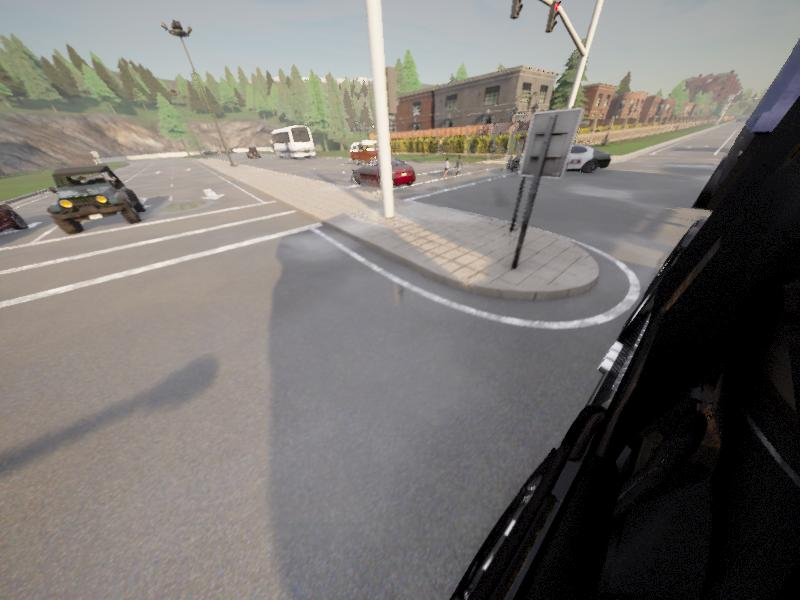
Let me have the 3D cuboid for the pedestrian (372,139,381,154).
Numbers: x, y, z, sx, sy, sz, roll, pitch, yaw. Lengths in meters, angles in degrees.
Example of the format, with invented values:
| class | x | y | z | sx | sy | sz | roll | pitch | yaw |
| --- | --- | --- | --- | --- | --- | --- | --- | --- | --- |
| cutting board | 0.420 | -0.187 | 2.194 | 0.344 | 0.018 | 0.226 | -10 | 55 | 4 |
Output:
| class | x | y | z | sx | sy | sz | roll | pitch | yaw |
| --- | --- | --- | --- | --- | --- | --- | --- | --- | --- |
| pedestrian | -3.606 | -23.618 | 35.605 | 0.751 | 1.860 | 0.751 | -32 | 44 | -34 |

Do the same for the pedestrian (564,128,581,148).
| class | x | y | z | sx | sy | sz | roll | pitch | yaw |
| --- | --- | --- | --- | --- | --- | --- | --- | --- | --- |
| pedestrian | 19.607 | -18.420 | 26.273 | 0.751 | 1.860 | 0.751 | -28 | 42 | -31 |

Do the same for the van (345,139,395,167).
| class | x | y | z | sx | sy | sz | roll | pitch | yaw |
| --- | --- | --- | --- | --- | --- | --- | --- | --- | --- |
| van | -2.949 | -14.505 | 22.823 | 4.480 | 2.038 | 2.069 | 23 | 43 | 32 |

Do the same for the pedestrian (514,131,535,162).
| class | x | y | z | sx | sy | sz | roll | pitch | yaw |
| --- | --- | --- | --- | --- | --- | --- | --- | --- | --- |
| pedestrian | 9.297 | -11.478 | 17.297 | 0.751 | 1.860 | 0.751 | -28 | 42 | -30 |

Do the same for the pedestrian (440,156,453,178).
| class | x | y | z | sx | sy | sz | roll | pitch | yaw |
| --- | --- | --- | --- | --- | --- | --- | --- | --- | --- |
| pedestrian | 2.808 | -8.108 | 14.068 | 0.500 | 1.100 | 0.500 | -28 | 42 | -30 |

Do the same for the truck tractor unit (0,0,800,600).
| class | x | y | z | sx | sy | sz | roll | pitch | yaw |
| --- | --- | --- | --- | --- | --- | --- | --- | --- | --- |
| truck tractor unit | 2.645 | -0.295 | 0.351 | 6.516 | 4.208 | 3.053 | -28 | 44 | -30 |

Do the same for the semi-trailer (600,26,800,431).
| class | x | y | z | sx | sy | sz | roll | pitch | yaw |
| --- | --- | --- | --- | --- | --- | --- | --- | --- | --- |
| semi-trailer | 8.658 | -3.585 | 4.333 | 14.254 | 4.402 | 2.717 | -28 | 42 | -31 |

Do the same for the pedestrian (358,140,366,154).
| class | x | y | z | sx | sy | sz | roll | pitch | yaw |
| --- | --- | --- | --- | --- | --- | --- | --- | --- | --- |
| pedestrian | -6.347 | -25.414 | 38.377 | 0.751 | 1.860 | 0.751 | -24 | 40 | -26 |

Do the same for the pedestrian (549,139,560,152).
| class | x | y | z | sx | sy | sz | roll | pitch | yaw |
| --- | --- | --- | --- | --- | --- | --- | --- | --- | --- |
| pedestrian | 15.353 | -15.354 | 22.965 | 0.500 | 1.100 | 0.500 | -25 | 41 | -28 |

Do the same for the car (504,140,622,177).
| class | x | y | z | sx | sy | sz | roll | pitch | yaw |
| --- | --- | --- | --- | --- | --- | --- | --- | --- | --- |
| car | 9.047 | -8.226 | 13.384 | 4.974 | 1.542 | 2.038 | 3 | 36 | 7 |

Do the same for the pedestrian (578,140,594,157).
| class | x | y | z | sx | sy | sz | roll | pitch | yaw |
| --- | --- | --- | --- | --- | --- | --- | --- | --- | --- |
| pedestrian | 14.556 | -11.870 | 18.113 | 0.500 | 1.100 | 0.500 | 4 | 36 | 11 |

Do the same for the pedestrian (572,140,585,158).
| class | x | y | z | sx | sy | sz | roll | pitch | yaw |
| --- | --- | --- | --- | --- | --- | --- | --- | --- | --- |
| pedestrian | 14.019 | -11.865 | 18.151 | 0.500 | 1.100 | 0.500 | 19 | 41 | 28 |

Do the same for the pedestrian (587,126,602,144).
| class | x | y | z | sx | sy | sz | roll | pitch | yaw |
| --- | --- | --- | --- | --- | --- | --- | --- | --- | --- |
| pedestrian | 25.454 | -21.564 | 30.213 | 0.751 | 1.860 | 0.751 | -28 | 42 | -30 |

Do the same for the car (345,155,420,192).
| class | x | y | z | sx | sy | sz | roll | pitch | yaw |
| --- | --- | --- | --- | --- | --- | --- | --- | --- | --- |
| car | -1.073 | -7.233 | 12.974 | 1.994 | 1.385 | 4.181 | -27 | 42 | -30 |

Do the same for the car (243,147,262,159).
| class | x | y | z | sx | sy | sz | roll | pitch | yaw |
| --- | --- | --- | --- | --- | --- | --- | --- | --- | --- |
| car | -29.780 | -29.600 | 46.577 | 1.905 | 1.878 | 3.866 | -27 | 42 | -30 |

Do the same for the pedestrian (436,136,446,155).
| class | x | y | z | sx | sy | sz | roll | pitch | yaw |
| --- | --- | --- | --- | --- | --- | --- | --- | --- | --- |
| pedestrian | 4.787 | -18.191 | 27.219 | 0.751 | 1.860 | 0.751 | -25 | 41 | -28 |

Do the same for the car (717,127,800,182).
| class | x | y | z | sx | sy | sz | roll | pitch | yaw |
| --- | --- | --- | --- | --- | --- | --- | --- | --- | --- |
| car | 16.887 | -6.752 | 10.536 | 5.027 | 1.651 | 2.152 | -28 | 42 | -30 |

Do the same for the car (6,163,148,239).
| class | x | y | z | sx | sy | sz | roll | pitch | yaw |
| --- | --- | --- | --- | --- | --- | --- | --- | --- | --- |
| car | -11.619 | -3.967 | 8.810 | 1.905 | 1.878 | 3.866 | -27 | 42 | -30 |

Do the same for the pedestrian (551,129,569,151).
| class | x | y | z | sx | sy | sz | roll | pitch | yaw |
| --- | --- | --- | --- | --- | --- | --- | --- | --- | --- |
| pedestrian | 16.365 | -16.414 | 23.717 | 0.751 | 1.860 | 0.751 | -18 | 38 | -20 |

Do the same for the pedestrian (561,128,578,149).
| class | x | y | z | sx | sy | sz | roll | pitch | yaw |
| --- | --- | --- | --- | --- | --- | --- | --- | --- | --- |
| pedestrian | 18.794 | -17.941 | 25.666 | 0.751 | 1.860 | 0.751 | -28 | 42 | -30 |

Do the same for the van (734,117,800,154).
| class | x | y | z | sx | sy | sz | roll | pitch | yaw |
| --- | --- | --- | --- | --- | --- | --- | --- | --- | --- |
| van | 26.735 | -12.099 | 16.932 | 4.442 | 1.987 | 1.775 | -28 | 42 | -30 |

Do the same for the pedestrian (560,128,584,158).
| class | x | y | z | sx | sy | sz | roll | pitch | yaw |
| --- | --- | --- | --- | --- | --- | --- | --- | --- | --- |
| pedestrian | 13.550 | -12.382 | 18.264 | 0.751 | 1.860 | 0.751 | 2 | 36 | 7 |

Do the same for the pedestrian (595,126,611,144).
| class | x | y | z | sx | sy | sz | roll | pitch | yaw |
| --- | --- | --- | --- | --- | --- | --- | --- | --- | --- |
| pedestrian | 26.132 | -21.256 | 29.720 | 0.751 | 1.860 | 0.751 | -27 | 42 | -30 |

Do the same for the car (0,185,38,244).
| class | x | y | z | sx | sy | sz | roll | pitch | yaw |
| --- | --- | --- | --- | --- | --- | --- | --- | --- | --- |
| car | -14.399 | -2.442 | 7.286 | 1.812 | 1.442 | 4.674 | -27 | 42 | -30 |

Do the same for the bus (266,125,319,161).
| class | x | y | z | sx | sy | sz | roll | pitch | yaw |
| --- | --- | --- | --- | --- | --- | --- | --- | --- | --- |
| bus | -17.936 | -25.761 | 38.096 | 3.944 | 4.253 | 10.273 | -27 | 42 | -30 |

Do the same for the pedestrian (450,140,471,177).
| class | x | y | z | sx | sy | sz | roll | pitch | yaw |
| --- | --- | --- | --- | --- | --- | --- | --- | --- | --- |
| pedestrian | 3.673 | -8.660 | 14.189 | 0.751 | 1.860 | 0.751 | -27 | 42 | -30 |

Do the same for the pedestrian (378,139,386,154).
| class | x | y | z | sx | sy | sz | roll | pitch | yaw |
| --- | --- | --- | --- | --- | --- | --- | --- | --- | --- |
| pedestrian | -2.660 | -23.026 | 34.687 | 0.751 | 1.860 | 0.751 | -27 | 42 | -30 |
